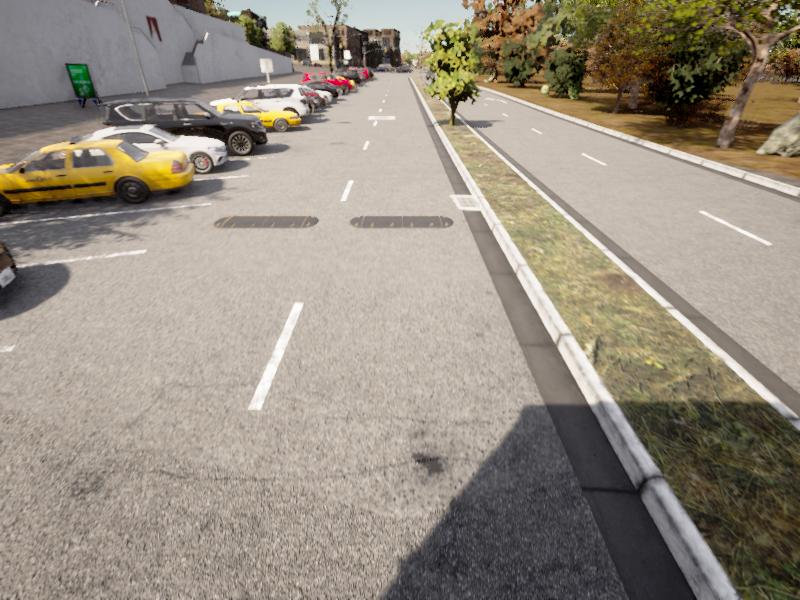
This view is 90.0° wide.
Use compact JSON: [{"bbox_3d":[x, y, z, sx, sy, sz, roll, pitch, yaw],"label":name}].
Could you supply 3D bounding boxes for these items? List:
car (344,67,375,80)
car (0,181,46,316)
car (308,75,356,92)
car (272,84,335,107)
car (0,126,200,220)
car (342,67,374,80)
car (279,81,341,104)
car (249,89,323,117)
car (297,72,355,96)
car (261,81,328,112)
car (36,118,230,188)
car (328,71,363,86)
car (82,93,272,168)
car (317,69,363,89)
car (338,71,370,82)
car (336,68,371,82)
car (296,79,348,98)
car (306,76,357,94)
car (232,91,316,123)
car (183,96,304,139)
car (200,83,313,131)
[{"bbox_3d":[-7.960,-45.133,79.596,5.566,2.045,2.435,-11,32,-16],"label":"car"},{"bbox_3d":[-8.036,-0.247,4.985,4.792,1.488,2.163,-11,32,-17],"label":"car"},{"bbox_3d":[-8.213,-26.403,48.721,5.366,1.575,1.946,-11,33,-17],"label":"car"},{"bbox_3d":[-8.050,-17.085,33.392,4.674,1.452,2.002,-11,32,-17],"label":"car"},{"bbox_3d":[-8.231,-3.263,10.084,5.366,1.575,1.946,-11,32,-17],"label":"car"},{"bbox_3d":[-8.031,-43.581,76.987,5.566,2.045,2.435,-11,32,-16],"label":"car"},{"bbox_3d":[-8.039,-18.672,35.939,5.008,1.535,2.097,-11,33,-17],"label":"car"},{"bbox_3d":[-8.053,-13.986,28.255,4.674,1.452,2.002,-11,32,-17],"label":"car"},{"bbox_3d":[-8.022,-23.559,43.525,5.566,2.045,2.435,-11,32,-17],"label":"car"},{"bbox_3d":[-8.081,-15.671,30.729,4.553,1.767,2.185,-11,32,-17],"label":"car"},{"bbox_3d":[-8.062,-4.783,12.755,4.674,1.452,2.002,-11,32,-17],"label":"car"},{"bbox_3d":[-8.006,-32.728,59.011,4.553,1.767,2.185,-11,33,-17],"label":"car"},{"bbox_3d":[-8.034,-6.563,15.211,5.566,2.045,2.435,-11,32,-17],"label":"car"},{"bbox_3d":[-8.065,-29.737,53.777,5.566,2.045,2.435,-11,33,-17],"label":"car"},{"bbox_3d":[-8.198,-40.265,71.903,5.366,1.575,1.946,-11,33,-17],"label":"car"},{"bbox_3d":[-8.058,-38.972,69.240,5.566,2.045,2.435,-11,33,-17],"label":"car"},{"bbox_3d":[-8.018,-21.765,41.100,4.792,1.488,2.163,-11,32,-17],"label":"car"},{"bbox_3d":[-7.867,-24.928,46.263,5.366,1.575,1.946,-11,32,-17],"label":"car"},{"bbox_3d":[-8.077,-12.442,25.653,4.792,1.488,2.163,-11,33,-17],"label":"car"},{"bbox_3d":[-7.882,-9.436,20.545,5.366,1.575,1.946,-11,32,-17],"label":"car"},{"bbox_3d":[-8.081,-11.145,22.935,5.566,2.045,2.435,-11,32,-17],"label":"car"}]
